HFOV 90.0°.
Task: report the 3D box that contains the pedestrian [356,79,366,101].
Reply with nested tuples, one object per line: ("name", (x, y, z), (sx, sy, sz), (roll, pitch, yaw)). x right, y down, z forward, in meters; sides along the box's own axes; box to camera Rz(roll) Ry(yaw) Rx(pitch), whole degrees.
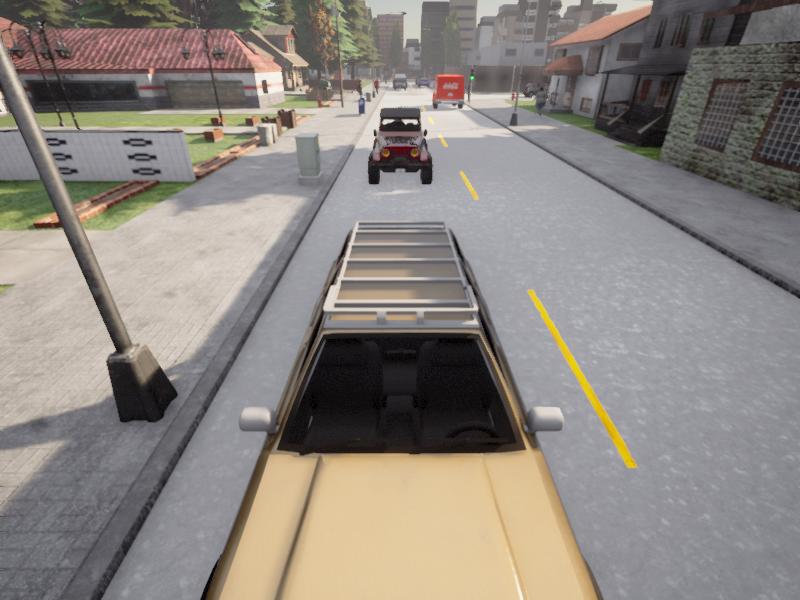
("pedestrian", (-3.892, -20.920, 39.854), (0.751, 1.860, 0.751), (-7, 31, -12))

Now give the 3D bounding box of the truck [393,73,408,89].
("truck", (0.032, -36.489, 66.596), (2.390, 2.098, 6.274), (0, 30, 0))

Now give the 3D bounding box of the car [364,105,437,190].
("car", (0.011, -4.962, 12.680), (1.905, 1.878, 3.866), (0, 31, 0))

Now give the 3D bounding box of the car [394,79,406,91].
("car", (0.034, -32.538, 60.433), (1.816, 1.474, 4.193), (0, 30, 0))

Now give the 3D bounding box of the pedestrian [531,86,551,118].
("pedestrian", (9.240, -13.017, 26.293), (0.751, 1.860, 0.751), (0, 30, 0))

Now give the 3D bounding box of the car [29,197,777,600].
("car", (0.010, 0.707, 3.106), (1.932, 1.855, 4.605), (0, 28, 0))

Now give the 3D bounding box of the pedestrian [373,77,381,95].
("pedestrian", (-2.710, -25.307, 47.384), (0.751, 1.860, 0.751), (1, 30, 1))

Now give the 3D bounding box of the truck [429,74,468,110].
("truck", (4.025, -17.825, 34.188), (2.627, 2.467, 5.204), (0, 30, 0))

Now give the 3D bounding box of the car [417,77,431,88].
("car", (4.035, -37.050, 68.127), (2.007, 1.525, 4.514), (0, 30, 0))

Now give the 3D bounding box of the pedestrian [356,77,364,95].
("pedestrian", (-4.757, -25.369, 47.489), (0.751, 1.860, 0.751), (-5, 31, -8))

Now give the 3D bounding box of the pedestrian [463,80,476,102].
("pedestrian", (6.648, -19.981, 38.247), (0.751, 1.860, 0.751), (-16, 34, -25))

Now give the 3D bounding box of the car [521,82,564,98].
("car", (16.106, -23.782, 45.278), (3.988, 1.617, 1.851), (0, 30, 0))

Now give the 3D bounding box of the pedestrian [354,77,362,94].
("pedestrian", (-5.188, -26.423, 49.298), (0.751, 1.860, 0.751), (1, 30, 2))
